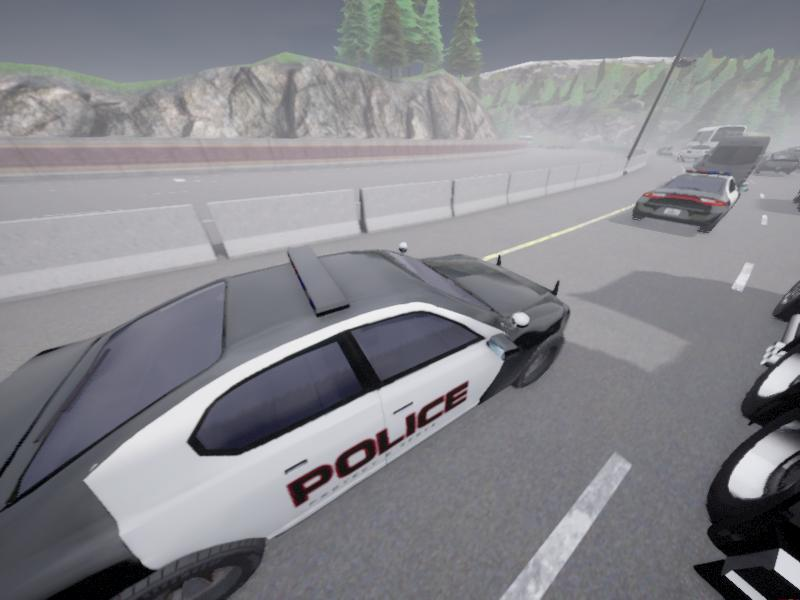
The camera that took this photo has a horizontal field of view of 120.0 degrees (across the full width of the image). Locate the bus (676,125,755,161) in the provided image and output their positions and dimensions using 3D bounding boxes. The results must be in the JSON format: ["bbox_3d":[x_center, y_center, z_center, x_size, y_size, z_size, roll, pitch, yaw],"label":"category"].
[{"bbox_3d":[50.269,-25.494,37.509,3.944,4.253,10.273,22,40,28],"label":"bus"}]

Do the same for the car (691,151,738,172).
[{"bbox_3d":[30.675,-13.701,22.717,2.007,1.525,4.514,29,44,35],"label":"car"}]

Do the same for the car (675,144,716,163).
[{"bbox_3d":[40.657,-20.400,32.018,2.150,2.045,5.566,24,42,31],"label":"car"}]

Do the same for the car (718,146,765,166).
[{"bbox_3d":[41.173,-17.532,28.010,1.905,1.878,3.866,26,42,32],"label":"car"}]

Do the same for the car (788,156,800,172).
[{"bbox_3d":[38.292,-12.466,21.033,1.816,1.474,4.193,28,43,34],"label":"car"}]

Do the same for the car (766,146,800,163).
[{"bbox_3d":[53.127,-19.792,31.373,1.932,1.855,4.605,23,40,29],"label":"car"}]

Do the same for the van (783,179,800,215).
[{"bbox_3d":[17.719,-4.570,8.978,4.480,2.038,2.069,-24,42,-31],"label":"van"}]

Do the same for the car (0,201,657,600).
[{"bbox_3d":[-0.274,0.298,2.255,4.974,1.542,2.038,-18,39,-25],"label":"car"}]

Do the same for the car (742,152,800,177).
[{"bbox_3d":[32.344,-11.812,20.013,2.128,1.511,4.902,29,44,35],"label":"car"}]

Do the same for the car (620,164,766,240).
[{"bbox_3d":[10.191,-3.630,8.013,4.974,1.542,2.038,-22,41,-29],"label":"car"}]

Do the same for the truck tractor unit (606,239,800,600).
[{"bbox_3d":[5.071,-0.337,0.843,6.516,4.208,3.053,-20,40,-26],"label":"truck tractor unit"}]

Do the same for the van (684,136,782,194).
[{"bbox_3d":[19.603,-8.197,13.792,5.915,2.561,1.988,-25,42,-32],"label":"van"}]
